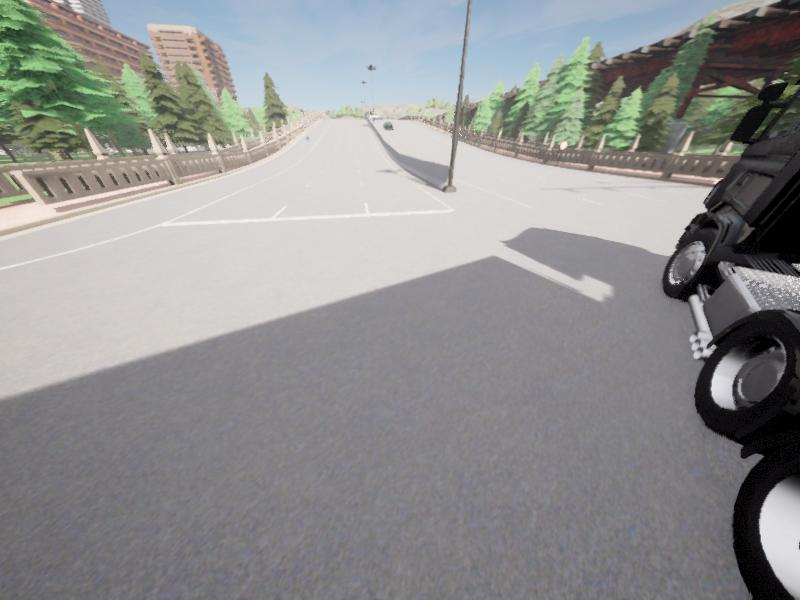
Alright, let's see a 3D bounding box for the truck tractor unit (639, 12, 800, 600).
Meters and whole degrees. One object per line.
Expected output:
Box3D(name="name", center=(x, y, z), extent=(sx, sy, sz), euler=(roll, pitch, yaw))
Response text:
Box3D(name="truck tractor unit", center=(4.646, -0.607, 1.236), extent=(3.053, 4.208, 6.516), euler=(24, 42, 31))
